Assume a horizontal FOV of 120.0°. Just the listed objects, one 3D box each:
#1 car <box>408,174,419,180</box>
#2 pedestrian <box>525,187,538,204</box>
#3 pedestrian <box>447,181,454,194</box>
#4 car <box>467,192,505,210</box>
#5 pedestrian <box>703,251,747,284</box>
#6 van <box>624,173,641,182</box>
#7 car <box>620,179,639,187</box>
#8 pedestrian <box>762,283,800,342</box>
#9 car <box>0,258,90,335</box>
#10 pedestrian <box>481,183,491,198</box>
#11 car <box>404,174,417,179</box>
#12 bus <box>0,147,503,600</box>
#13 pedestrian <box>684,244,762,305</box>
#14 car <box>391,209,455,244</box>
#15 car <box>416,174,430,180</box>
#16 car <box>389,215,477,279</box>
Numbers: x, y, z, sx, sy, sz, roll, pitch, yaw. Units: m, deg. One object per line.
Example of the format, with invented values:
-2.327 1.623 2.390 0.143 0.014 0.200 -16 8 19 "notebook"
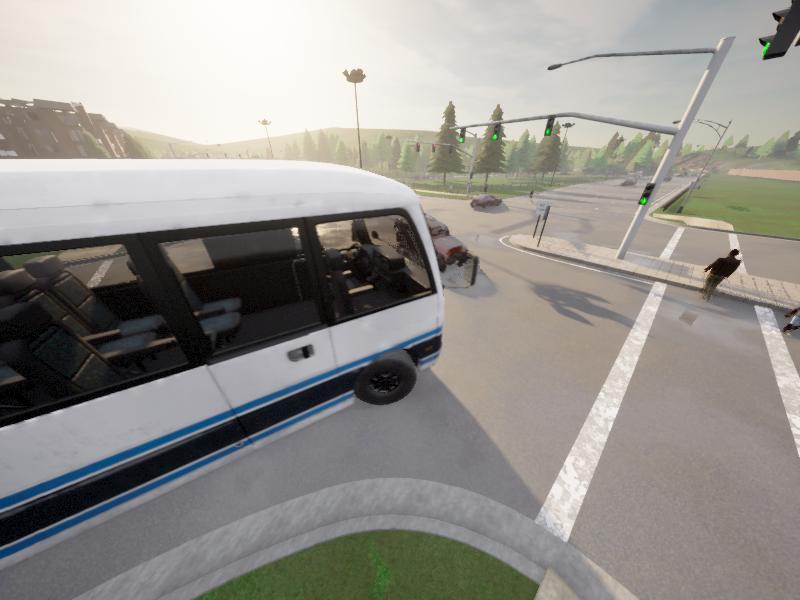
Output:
5.287 -47.358 88.863 3.988 1.617 1.851 -23 37 -34 "car"
16.881 -13.457 29.761 0.751 1.860 0.751 -13 32 -21 "pedestrian"
8.545 -19.084 39.207 0.751 1.860 0.751 -20 35 -31 "pedestrian"
10.052 -11.585 26.989 4.674 1.442 1.812 -23 37 -34 "car"
12.774 -1.277 9.124 0.500 1.100 0.500 20 35 31 "pedestrian"
74.281 -39.159 73.755 6.366 2.431 2.351 -23 37 -34 "van"
56.994 -29.135 57.378 5.027 1.651 2.152 -23 37 -34 "car"
11.086 0.158 6.183 0.751 1.860 0.751 -23 37 -34 "pedestrian"
-12.830 0.358 6.253 4.892 1.490 1.837 -23 37 -34 "car"
12.698 -16.204 34.218 0.751 1.860 0.751 -20 36 -31 "pedestrian"
4.188 -49.097 92.065 5.027 1.651 2.152 -23 37 -34 "car"
-4.066 0.448 3.350 10.273 4.253 3.944 -17 33 -25 "bus"
10.998 -0.880 7.981 0.751 1.860 0.751 22 37 33 "pedestrian"
1.428 -5.262 16.112 1.994 1.385 4.181 -22 37 -34 "car"
8.688 -46.550 87.346 4.856 1.649 2.033 -23 37 -34 "car"
1.398 -2.761 11.257 1.905 1.878 3.866 -22 37 -34 "car"
